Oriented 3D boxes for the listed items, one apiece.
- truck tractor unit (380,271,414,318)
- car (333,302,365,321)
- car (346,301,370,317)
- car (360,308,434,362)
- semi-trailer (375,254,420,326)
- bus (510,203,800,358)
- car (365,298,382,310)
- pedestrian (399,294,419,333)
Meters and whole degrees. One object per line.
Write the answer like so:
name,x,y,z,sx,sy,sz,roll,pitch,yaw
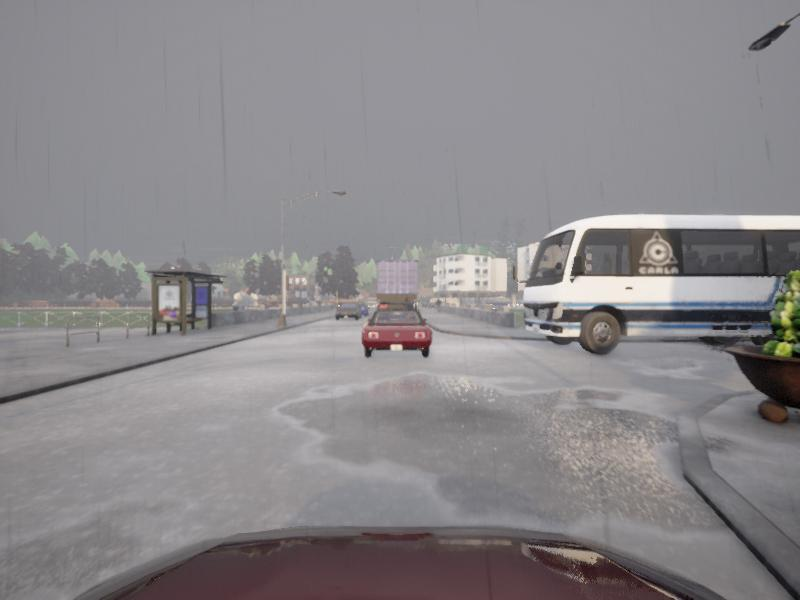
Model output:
truck tractor unit,-0.254,-0.489,39.316,3.053,4.208,6.516,0,0,0
car,-4.206,0.926,33.631,2.033,1.411,5.357,0,0,0
car,-4.263,0.867,41.454,2.007,1.525,4.514,0,0,0
car,-0.094,0.955,12.635,1.895,1.301,4.718,0,0,0
semi-trailer,-0.201,-0.591,31.398,2.717,4.402,14.254,0,0,0
bus,9.287,-0.522,13.054,10.273,4.253,3.944,0,0,-1
car,-4.528,0.631,68.575,2.150,2.045,5.566,0,0,4
pedestrian,0.457,0.654,19.747,0.751,1.860,0.751,0,0,23
